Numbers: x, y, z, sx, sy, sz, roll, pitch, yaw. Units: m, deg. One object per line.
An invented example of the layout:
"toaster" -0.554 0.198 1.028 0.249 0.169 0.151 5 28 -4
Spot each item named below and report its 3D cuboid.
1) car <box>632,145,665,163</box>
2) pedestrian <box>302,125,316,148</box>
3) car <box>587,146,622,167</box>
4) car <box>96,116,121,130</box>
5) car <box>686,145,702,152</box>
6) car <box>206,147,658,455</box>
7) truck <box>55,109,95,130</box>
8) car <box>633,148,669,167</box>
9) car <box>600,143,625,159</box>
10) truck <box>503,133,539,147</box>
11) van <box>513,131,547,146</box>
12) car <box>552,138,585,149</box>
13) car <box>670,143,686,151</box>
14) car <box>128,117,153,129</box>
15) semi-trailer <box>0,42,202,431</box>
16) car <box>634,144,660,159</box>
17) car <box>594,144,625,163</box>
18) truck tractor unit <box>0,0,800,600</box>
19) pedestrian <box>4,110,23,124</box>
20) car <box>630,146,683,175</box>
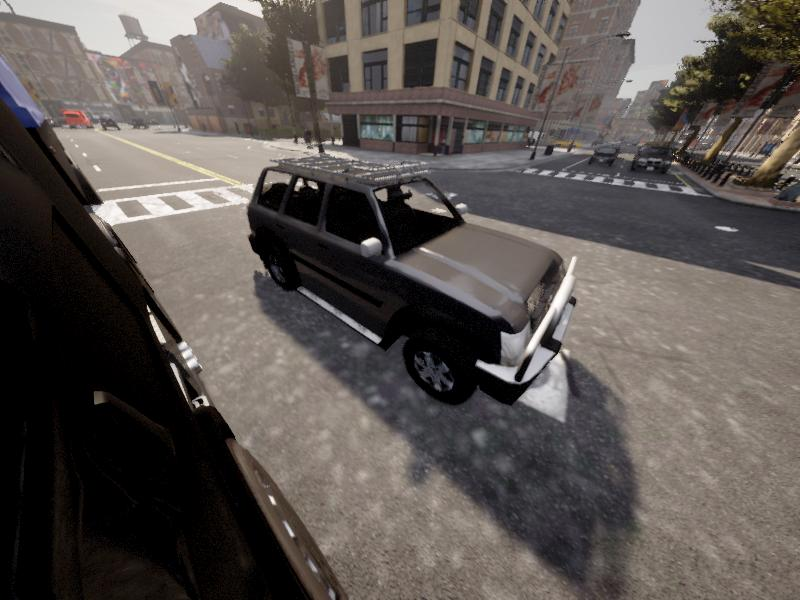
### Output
"car" 30.294 -17.936 28.284 2.128 1.511 4.902 28 44 30
"pedestrian" -9.038 -16.212 22.939 0.751 1.860 0.751 -29 47 -35
"car" 19.941 -14.007 22.437 1.812 1.442 4.674 28 44 30
"car" -50.144 -30.529 39.814 1.932 1.855 4.605 -28 47 -34
"car" 79.986 -41.339 62.878 1.895 1.301 4.718 28 44 30
"car" -0.263 -0.793 3.135 4.605 1.855 1.932 27 43 30
"truck" -53.822 -30.028 38.417 2.627 2.467 5.204 -28 46 -34
"car" 26.027 -14.941 24.130 1.994 1.385 4.181 28 43 30
"car" 28.323 -19.872 30.766 1.837 1.490 4.892 27 43 29
"truck" 26.478 -35.153 50.595 6.274 2.098 2.390 27 43 29
"van" 29.298 -36.643 52.396 5.915 2.561 1.988 26 43 28
"car" 35.736 -33.347 49.189 5.366 1.575 1.801 15 38 15
"car" 76.960 -42.460 63.996 1.845 1.501 3.633 26 43 28
"car" -53.427 -36.497 47.598 1.932 1.855 4.605 -16 41 -24
"semi-trailer" -8.703 -3.595 4.231 14.254 4.402 2.717 28 44 30
"car" 34.541 -20.902 32.438 1.851 1.617 3.988 28 44 30
"car" 24.161 -16.989 26.622 2.007 1.525 4.514 28 44 30
"truck tractor unit" -2.645 -0.295 0.351 6.516 4.208 3.053 28 44 30
"pedestrian" -69.703 -33.048 41.686 0.751 1.860 0.751 -11 39 -18
"car" 21.403 -11.868 19.476 2.242 1.667 4.611 28 44 30
